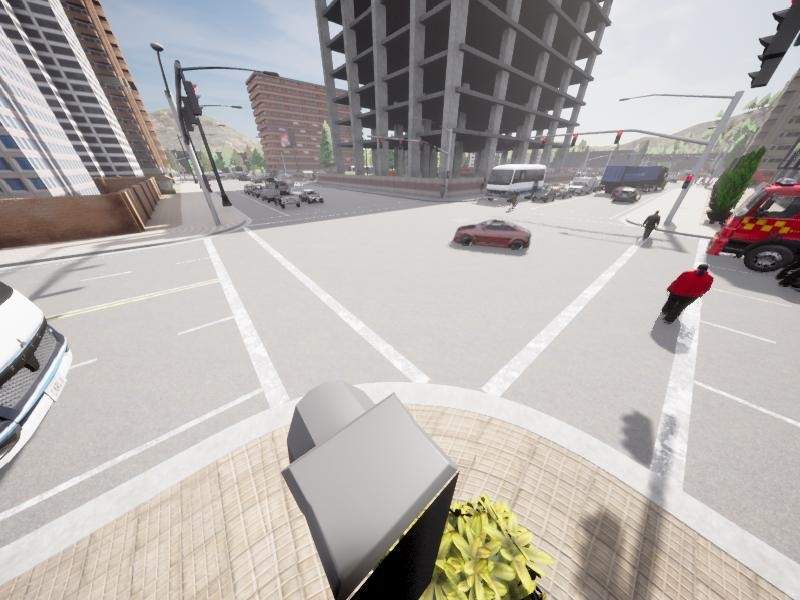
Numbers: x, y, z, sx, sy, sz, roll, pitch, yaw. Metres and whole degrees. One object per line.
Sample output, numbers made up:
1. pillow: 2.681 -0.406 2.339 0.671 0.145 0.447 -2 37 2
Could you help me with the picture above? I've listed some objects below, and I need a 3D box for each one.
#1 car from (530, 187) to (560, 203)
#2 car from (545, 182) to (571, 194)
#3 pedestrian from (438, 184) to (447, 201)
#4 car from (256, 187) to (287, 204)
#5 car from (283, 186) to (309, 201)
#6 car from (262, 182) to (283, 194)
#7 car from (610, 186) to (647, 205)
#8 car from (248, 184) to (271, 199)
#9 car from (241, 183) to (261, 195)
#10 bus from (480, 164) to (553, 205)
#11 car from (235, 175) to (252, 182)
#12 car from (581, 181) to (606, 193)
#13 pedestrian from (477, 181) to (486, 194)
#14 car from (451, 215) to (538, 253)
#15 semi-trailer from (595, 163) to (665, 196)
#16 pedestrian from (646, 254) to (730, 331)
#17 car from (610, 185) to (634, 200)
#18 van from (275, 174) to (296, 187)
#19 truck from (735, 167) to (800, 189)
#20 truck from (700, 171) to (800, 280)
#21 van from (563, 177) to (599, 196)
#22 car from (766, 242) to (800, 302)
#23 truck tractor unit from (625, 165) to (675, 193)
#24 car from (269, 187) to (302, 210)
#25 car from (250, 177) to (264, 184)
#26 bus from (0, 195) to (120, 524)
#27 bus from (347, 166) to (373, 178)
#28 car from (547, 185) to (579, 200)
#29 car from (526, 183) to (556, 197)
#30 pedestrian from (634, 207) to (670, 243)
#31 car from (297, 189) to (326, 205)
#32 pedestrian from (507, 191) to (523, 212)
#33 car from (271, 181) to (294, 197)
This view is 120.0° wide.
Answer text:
1. car: 19.024 -13.768 30.300 3.705 1.549 1.789 -23 37 -34
2. car: 27.903 -19.813 40.743 5.366 1.575 1.801 -23 37 -34
3. pedestrian: 5.560 -14.018 30.072 0.751 1.860 0.751 -10 32 -17
4. car: -17.016 -13.831 30.482 2.163 1.488 4.792 -23 37 -34
5. car: -14.901 -15.280 33.028 1.812 1.442 4.674 -22 37 -34
6. car: -22.848 -20.105 41.335 1.837 1.490 4.892 -22 37 -33
7. car: 29.740 -13.678 30.048 4.611 1.667 2.242 -23 38 -33
8. car: -21.131 -16.369 34.750 1.851 1.617 3.988 -22 37 -34
9. car: -25.067 -18.693 38.909 1.816 1.474 4.193 -22 37 -34
10. bus: 15.792 -15.784 31.093 10.273 4.253 3.944 -23 37 -34
11. car: -49.023 -38.093 72.337 4.856 1.649 2.033 16 34 26
12. car: 35.398 -20.711 42.237 5.238 1.638 1.930 -23 37 -34
13. pedestrian: 12.983 -17.832 36.678 0.751 1.860 0.751 -21 36 -32
14. car: 5.280 -3.880 13.358 4.181 1.385 1.994 9 31 16
15. semi-trailer: 38.730 -20.314 38.773 14.254 4.402 2.717 -16 34 -26
16. pedestrian: 7.941 -0.209 6.458 0.751 1.860 0.751 -24 38 -35
17. car: 32.135 -15.672 33.603 1.882 1.535 5.008 21 36 31
18. van: -27.708 -28.937 55.698 2.351 2.431 6.366 -22 37 -34
19. truck: 79.722 -26.085 49.250 2.891 3.827 8.468 -23 37 -34
20. truck: 18.369 -2.327 8.211 2.891 3.827 8.468 -22 37 -33
21. van: 29.749 -18.670 37.915 6.366 2.431 2.351 -23 37 -34
22. car: 15.756 -0.170 6.659 1.930 1.638 5.238 -23 37 -34
23. truck tractor unit: 45.606 -22.183 42.214 6.516 4.208 3.053 -16 34 -24
24. car: -13.065 -11.646 26.299 1.932 1.855 4.605 -21 36 -32
25. car: -38.982 -32.577 62.987 2.128 1.511 4.902 -22 37 -34
26. bus: -9.885 1.753 0.719 10.273 4.253 3.944 -23 37 -34
27. bus: -16.947 -54.637 98.379 10.273 4.253 3.944 -23 37 -34
28. car: 23.938 -15.821 33.898 4.902 1.511 2.128 -23 37 -34
29. car: 22.490 -17.570 36.767 4.611 1.667 2.242 -23 37 -34
30. pedestrian: 15.101 -4.495 13.882 0.751 1.860 0.751 -23 37 -34
31. car: -11.249 -13.098 29.215 1.970 1.475 3.806 -22 37 -33
32. pedestrian: 11.675 -10.041 23.489 0.751 1.860 0.751 -25 38 -36
33. car: -18.776 -17.815 36.971 1.905 1.878 3.866 -23 37 -34
